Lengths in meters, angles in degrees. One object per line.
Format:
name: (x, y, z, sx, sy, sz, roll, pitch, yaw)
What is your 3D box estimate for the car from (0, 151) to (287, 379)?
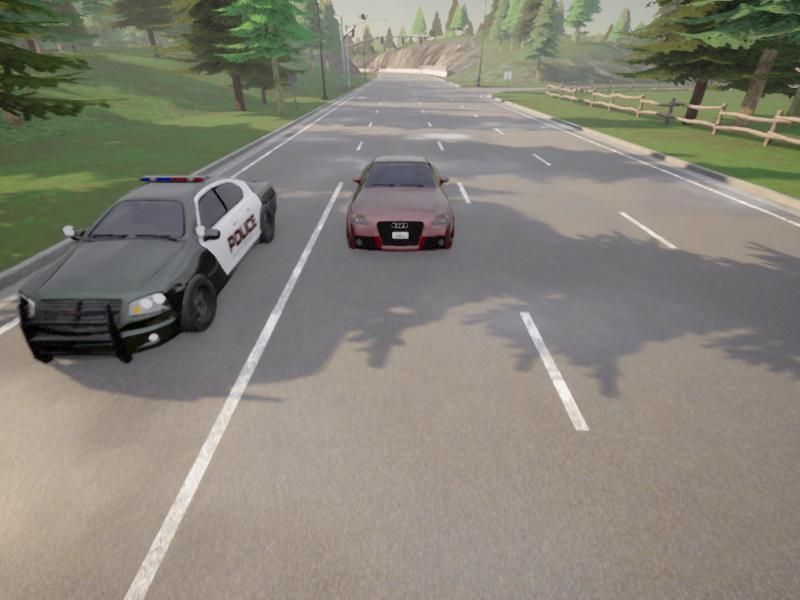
car: (-3.495, -1.041, 6.228, 2.038, 1.542, 4.974, 0, 30, 0)

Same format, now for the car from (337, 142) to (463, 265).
car: (0.006, -2.277, 8.495, 1.994, 1.385, 4.181, 0, 30, 0)
